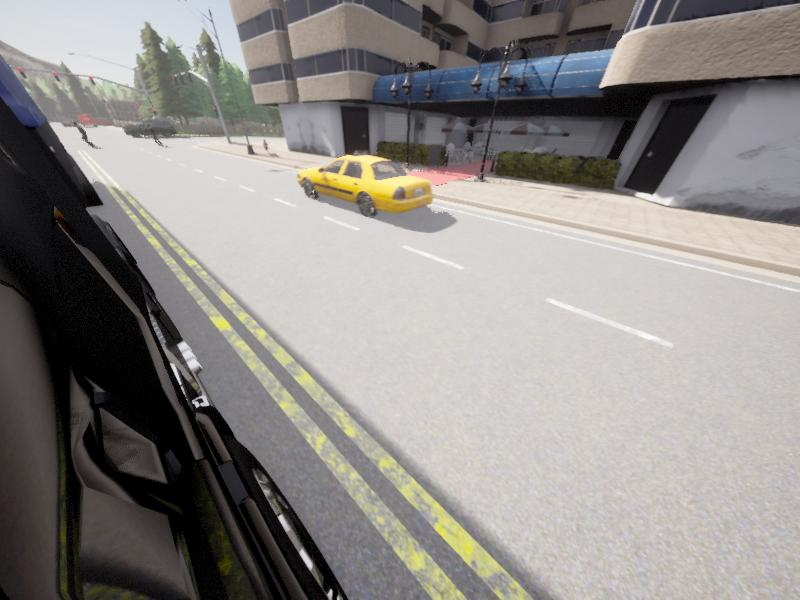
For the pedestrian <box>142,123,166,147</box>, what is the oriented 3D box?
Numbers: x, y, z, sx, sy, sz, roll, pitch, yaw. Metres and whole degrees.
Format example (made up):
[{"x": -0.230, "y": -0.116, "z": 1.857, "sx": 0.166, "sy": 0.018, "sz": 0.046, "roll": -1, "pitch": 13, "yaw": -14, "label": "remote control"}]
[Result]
[{"x": -23.230, "y": -15.567, "z": 21.816, "sx": 0.751, "sy": 1.860, "sz": 0.751, "roll": 26, "pitch": 43, "yaw": 28, "label": "pedestrian"}]

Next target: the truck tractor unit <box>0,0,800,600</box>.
[{"x": -2.645, "y": -0.295, "z": 0.352, "sx": 6.516, "sy": 4.208, "sz": 3.053, "roll": 28, "pitch": 44, "yaw": 30, "label": "truck tractor unit"}]

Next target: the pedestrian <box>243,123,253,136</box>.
[{"x": -28.316, "y": -31.771, "z": 43.104, "sx": 0.751, "sy": 1.860, "sz": 0.751, "roll": 29, "pitch": 44, "yaw": 31, "label": "pedestrian"}]

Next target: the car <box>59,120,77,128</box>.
[{"x": -79.614, "y": -42.321, "z": 55.453, "sx": 4.181, "sy": 1.385, "sz": 1.994, "roll": 28, "pitch": 44, "yaw": 31, "label": "car"}]

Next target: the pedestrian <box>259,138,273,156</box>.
[{"x": -10.313, "y": -11.837, "z": 17.841, "sx": 0.500, "sy": 1.100, "sz": 0.500, "roll": 28, "pitch": 44, "yaw": 31, "label": "pedestrian"}]

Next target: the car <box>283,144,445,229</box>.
[{"x": -1.426, "y": -4.017, "z": 7.633, "sx": 5.366, "sy": 1.575, "sz": 1.801, "roll": 28, "pitch": 43, "yaw": 30, "label": "car"}]

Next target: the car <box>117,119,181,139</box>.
[{"x": -34.890, "y": -23.917, "z": 32.324, "sx": 2.150, "sy": 2.045, "sz": 5.566, "roll": 28, "pitch": 44, "yaw": 31, "label": "car"}]

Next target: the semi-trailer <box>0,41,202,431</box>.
[{"x": -8.712, "y": -3.569, "z": 4.252, "sx": 14.254, "sy": 4.402, "sz": 2.717, "roll": 28, "pitch": 43, "yaw": 30, "label": "semi-trailer"}]

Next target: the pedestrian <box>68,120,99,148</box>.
[{"x": -26.305, "y": -13.774, "z": 19.215, "sx": 0.751, "sy": 1.860, "sz": 0.751, "roll": 29, "pitch": 44, "yaw": 31, "label": "pedestrian"}]
